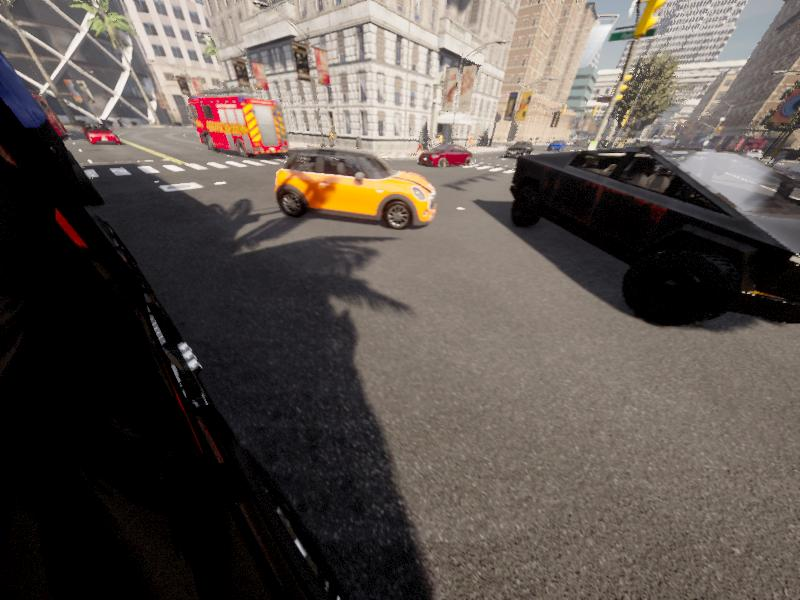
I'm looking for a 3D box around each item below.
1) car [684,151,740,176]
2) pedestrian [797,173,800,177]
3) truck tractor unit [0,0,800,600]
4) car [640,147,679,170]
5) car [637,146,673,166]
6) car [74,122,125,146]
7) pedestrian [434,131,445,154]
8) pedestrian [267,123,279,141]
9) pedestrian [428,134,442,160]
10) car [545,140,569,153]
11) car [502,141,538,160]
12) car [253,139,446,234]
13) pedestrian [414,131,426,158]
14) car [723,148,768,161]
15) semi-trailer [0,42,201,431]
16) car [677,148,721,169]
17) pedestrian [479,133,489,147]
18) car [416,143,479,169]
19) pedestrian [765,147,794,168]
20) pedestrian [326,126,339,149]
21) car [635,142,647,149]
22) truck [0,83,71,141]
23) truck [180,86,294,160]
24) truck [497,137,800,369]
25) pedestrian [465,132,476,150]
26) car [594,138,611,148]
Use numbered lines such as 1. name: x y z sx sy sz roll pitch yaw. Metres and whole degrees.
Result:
1. car: 27.529 -12.258 20.575 1.837 1.490 4.892 28 43 30
2. pedestrian: 33.892 -11.009 18.700 0.751 1.860 0.751 -30 47 -36
3. truck tractor unit: -2.645 -0.295 0.351 6.516 4.208 3.053 28 44 30
4. car: 24.521 -13.479 21.973 1.789 1.549 3.705 28 43 30
5. car: 28.445 -16.206 25.897 2.007 1.525 4.514 28 43 29
6. car: -26.492 -14.643 20.345 4.514 1.525 2.007 28 44 30
7. pedestrian: 4.096 -16.361 23.998 0.751 1.860 0.751 19 40 20
8. pedestrian: -16.321 -21.587 29.718 0.751 1.860 0.751 30 45 32
9. pedestrian: 3.061 -13.449 20.285 0.751 1.860 0.751 16 39 17
10. car: 25.474 -24.949 37.419 1.882 1.535 5.008 28 43 29
11. car: 13.148 -16.354 25.160 1.837 1.490 4.892 28 43 30
12. car: -1.175 -3.385 6.626 4.553 1.767 2.097 10 37 9
13. pedestrian: 1.754 -13.577 20.208 0.751 1.860 0.751 11 37 11
14. car: 56.924 -24.045 38.194 3.633 1.501 1.845 27 43 29
15. semi-trailer: -8.688 -3.604 4.248 14.254 4.402 2.717 28 44 30
16. car: 31.577 -15.116 24.567 1.851 1.617 3.988 28 43 29
17. pedestrian: 13.645 -26.073 37.617 0.751 1.860 0.751 -29 47 -35
18. car: 3.469 -10.645 17.004 4.181 1.385 1.994 -20 42 -28
19. pedestrian: 42.694 -16.076 26.044 0.751 1.860 0.751 -29 47 -35
20. pedestrian: -6.853 -16.424 23.394 0.751 1.860 0.751 16 39 17
21. car: 69.271 -44.620 66.538 1.801 1.575 5.366 28 43 29
22. truck: -35.086 -17.570 21.804 8.468 3.827 2.891 31 45 33
23. truck: -12.473 -13.478 17.743 8.468 3.827 2.891 24 42 26
24. truck: 4.714 -1.900 4.751 2.390 2.098 6.274 -1 37 -4
25. pedestrian: 9.336 -20.980 30.519 0.751 1.860 0.751 26 42 27
26. car: 51.803 -40.177 59.067 2.150 2.045 5.566 28 43 29
